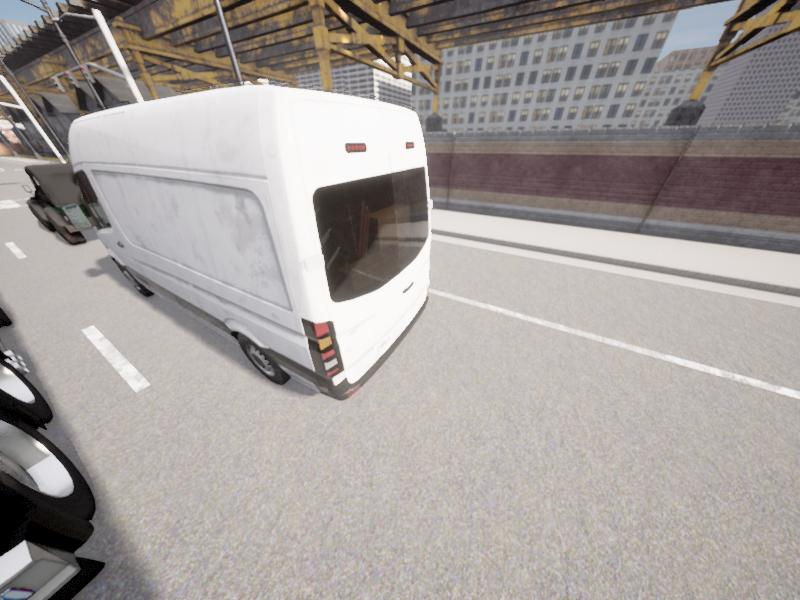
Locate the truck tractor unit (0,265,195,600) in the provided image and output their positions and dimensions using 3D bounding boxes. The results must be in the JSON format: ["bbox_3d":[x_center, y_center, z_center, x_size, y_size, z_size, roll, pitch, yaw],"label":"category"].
[{"bbox_3d":[-5.114,-0.290,0.821,6.516,4.208,3.053,18,37,25],"label":"truck tractor unit"}]

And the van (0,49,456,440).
[{"bbox_3d":[-2.530,-1.054,3.385,5.915,2.561,1.988,18,39,25],"label":"van"}]

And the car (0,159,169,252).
[{"bbox_3d":[-9.454,-3.014,6.890,3.866,1.878,1.905,18,39,25],"label":"car"}]
